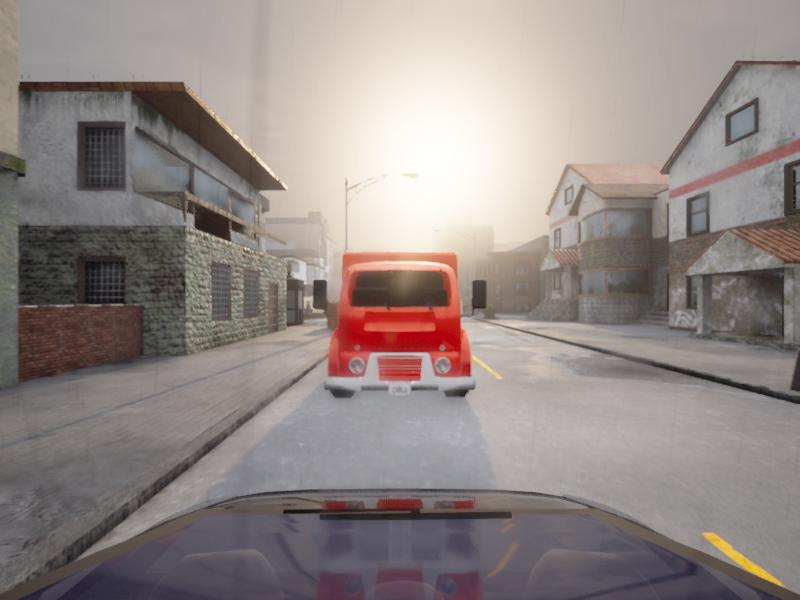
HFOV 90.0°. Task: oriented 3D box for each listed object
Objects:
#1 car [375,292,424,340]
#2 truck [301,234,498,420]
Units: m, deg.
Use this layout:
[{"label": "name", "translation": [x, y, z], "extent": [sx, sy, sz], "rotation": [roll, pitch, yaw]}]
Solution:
[{"label": "car", "translation": [-0.027, 0.637, 17.699], "extent": [1.905, 1.878, 3.866], "rotation": [0, 0, 0]}, {"label": "truck", "translation": [-0.010, 0.349, 7.923], "extent": [2.627, 2.467, 5.204], "rotation": [0, 0, 0]}]
